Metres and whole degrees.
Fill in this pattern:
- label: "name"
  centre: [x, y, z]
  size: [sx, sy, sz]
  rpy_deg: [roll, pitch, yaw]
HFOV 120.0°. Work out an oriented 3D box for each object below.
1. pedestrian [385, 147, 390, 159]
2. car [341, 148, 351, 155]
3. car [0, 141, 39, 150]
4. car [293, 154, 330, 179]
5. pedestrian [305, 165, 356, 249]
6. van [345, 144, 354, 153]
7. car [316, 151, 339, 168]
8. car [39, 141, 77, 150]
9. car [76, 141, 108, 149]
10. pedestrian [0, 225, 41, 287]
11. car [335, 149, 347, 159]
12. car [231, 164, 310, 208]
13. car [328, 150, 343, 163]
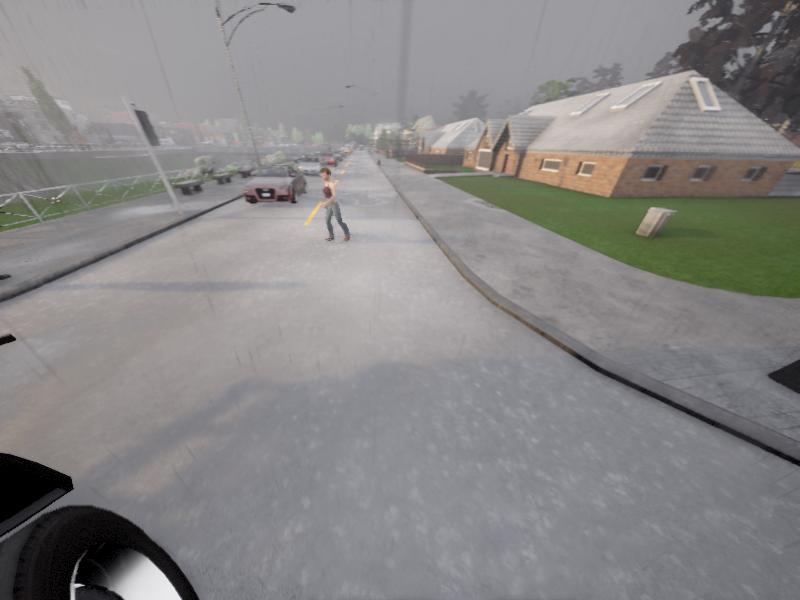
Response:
- label: "pedestrian"
  centre: [-2.338, -27.824, 43.810]
  size: [0.751, 1.860, 0.751]
  rpy_deg: [-8, 35, -14]
- label: "car"
  centre: [-13.951, -38.509, 59.896]
  size: [1.882, 1.535, 5.008]
  rpy_deg: [-3, 34, -7]
- label: "car"
  centre: [-78.205, -31.416, 46.951]
  size: [2.038, 1.542, 4.974]
  rpy_deg: [-3, 34, -7]
- label: "car"
  centre: [-7.300, -11.392, 19.590]
  size: [2.007, 1.525, 4.514]
  rpy_deg: [-3, 34, -7]
- label: "pedestrian"
  centre: [-1.762, -2.420, 6.027]
  size: [0.751, 1.860, 0.751]
  rpy_deg: [-27, 43, -35]
- label: "van"
  centre: [-16.908, -50.956, 77.597]
  size: [2.351, 2.431, 6.366]
  rpy_deg: [-3, 34, -7]
- label: "car"
  centre: [-8.745, -17.280, 28.342]
  size: [2.007, 1.525, 4.514]
  rpy_deg: [-3, 34, -7]
- label: "car"
  centre: [-79.331, -35.968, 53.766]
  size: [1.882, 1.535, 5.008]
  rpy_deg: [-3, 34, -7]
- label: "car"
  centre: [-80.456, -40.588, 60.542]
  size: [1.930, 1.638, 5.238]
  rpy_deg: [-3, 34, -7]
- label: "pedestrian"
  centre: [-7.362, -1.127, 3.677]
  size: [0.751, 1.860, 0.751]
  rpy_deg: [-5, 34, -10]
- label: "car"
  centre: [-11.674, -29.213, 46.084]
  size: [1.845, 1.501, 3.633]
  rpy_deg: [-3, 34, -7]
- label: "car"
  centre: [-5.918, -5.690, 11.256]
  size: [1.994, 1.385, 4.181]
  rpy_deg: [-3, 34, -7]
- label: "car"
  centre: [-10.049, -22.577, 36.266]
  size: [1.816, 1.474, 4.193]
  rpy_deg: [-3, 34, -7]
